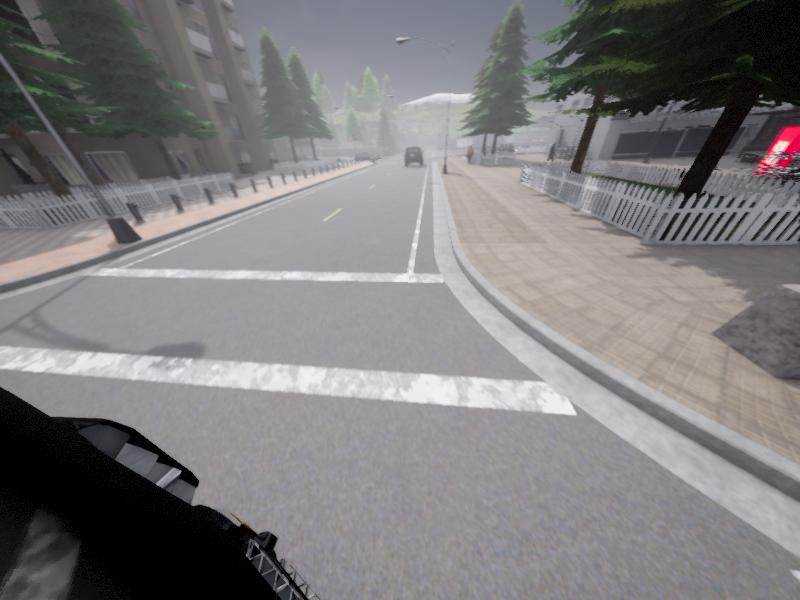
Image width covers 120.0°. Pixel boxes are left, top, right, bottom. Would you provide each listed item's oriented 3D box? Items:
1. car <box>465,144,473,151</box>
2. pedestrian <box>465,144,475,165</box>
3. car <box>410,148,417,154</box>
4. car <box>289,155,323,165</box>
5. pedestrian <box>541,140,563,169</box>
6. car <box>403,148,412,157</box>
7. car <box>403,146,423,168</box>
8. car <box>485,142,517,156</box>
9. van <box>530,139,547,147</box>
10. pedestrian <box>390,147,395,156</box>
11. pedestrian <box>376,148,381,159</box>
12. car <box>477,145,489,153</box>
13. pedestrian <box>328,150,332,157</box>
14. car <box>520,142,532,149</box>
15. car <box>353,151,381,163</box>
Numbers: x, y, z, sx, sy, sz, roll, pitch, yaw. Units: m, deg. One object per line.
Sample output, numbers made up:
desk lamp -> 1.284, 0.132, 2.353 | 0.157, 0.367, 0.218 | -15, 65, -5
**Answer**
car -> 22.227, -49.235, 74.533 | 2.007, 1.523, 4.514 | 2, 34, 7
pedestrian -> 7.696, -16.004, 25.385 | 0.751, 1.860, 0.751 | 3, 34, 9
car -> 4.257, -47.586, 73.734 | 1.970, 1.475, 3.806 | 2, 34, 7
car -> -17.581, -26.186, 43.189 | 5.357, 1.411, 2.033 | 2, 34, 7
pedestrian -> 12.107, -11.619, 18.460 | 0.751, 1.860, 0.751 | -28, 41, -32
car -> 1.951, -36.210, 56.677 | 1.789, 1.549, 3.705 | 2, 35, 7
car -> 1.781, -18.211, 29.282 | 2.150, 2.045, 5.566 | 2, 34, 7
car -> 18.058, -27.100, 41.562 | 4.605, 1.855, 1.932 | 2, 34, 7
van -> 49.069, -55.580, 81.921 | 4.480, 2.038, 2.069 | 2, 34, 7
pedestrian -> -1.870, -37.390, 58.146 | 0.751, 1.860, 0.751 | 8, 35, 15
pedestrian -> -4.505, -30.346, 47.773 | 0.751, 1.860, 0.751 | -7, 34, -7
car -> 19.078, -34.762, 53.123 | 1.845, 1.501, 3.633 | 2, 34, 7
pedestrian -> -22.043, -46.295, 72.945 | 0.751, 1.860, 0.751 | -21, 38, -25
car -> 36.161, -44.506, 66.406 | 1.845, 1.501, 3.633 | 2, 34, 7
car -> -5.911, -26.230, 42.344 | 4.792, 1.488, 2.163 | -4, 34, -1
